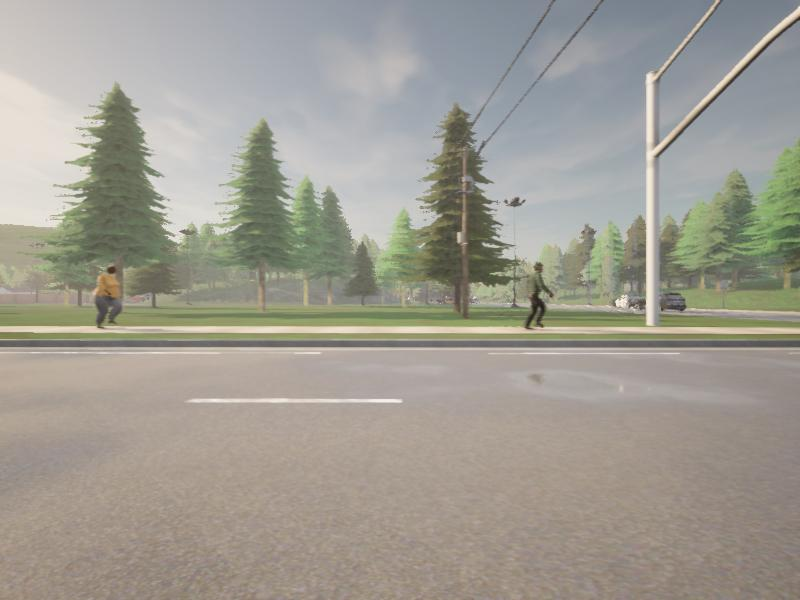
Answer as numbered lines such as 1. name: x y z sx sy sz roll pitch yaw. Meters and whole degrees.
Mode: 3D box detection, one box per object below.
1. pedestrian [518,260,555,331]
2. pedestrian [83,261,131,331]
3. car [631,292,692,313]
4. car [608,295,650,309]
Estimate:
1. pedestrian: 3.662 -0.113 10.773 0.751 1.860 0.751 0 0 2
2. pedestrian: -8.097 -0.113 11.086 0.751 1.860 0.751 0 0 2
3. car: 21.890 0.185 33.791 2.033 1.649 4.856 0 0 1
4. car: 25.618 0.235 44.994 2.038 1.542 4.974 0 0 1
